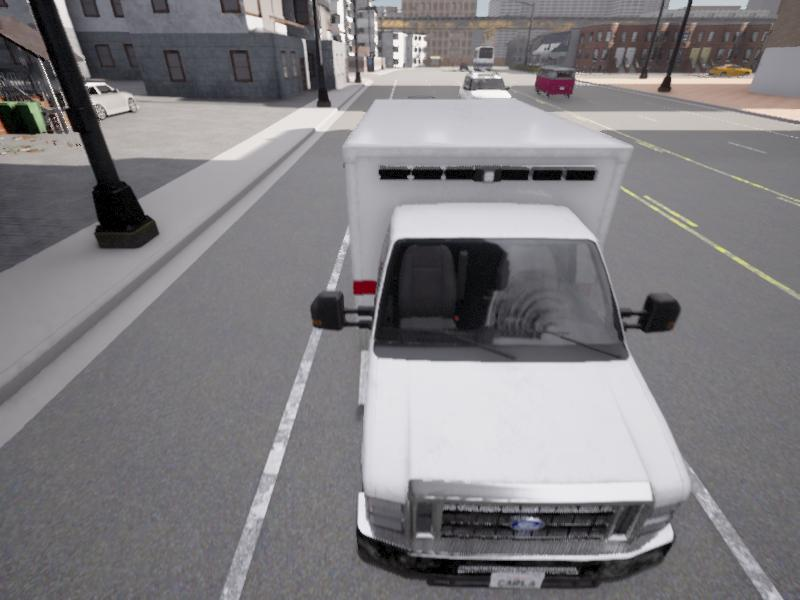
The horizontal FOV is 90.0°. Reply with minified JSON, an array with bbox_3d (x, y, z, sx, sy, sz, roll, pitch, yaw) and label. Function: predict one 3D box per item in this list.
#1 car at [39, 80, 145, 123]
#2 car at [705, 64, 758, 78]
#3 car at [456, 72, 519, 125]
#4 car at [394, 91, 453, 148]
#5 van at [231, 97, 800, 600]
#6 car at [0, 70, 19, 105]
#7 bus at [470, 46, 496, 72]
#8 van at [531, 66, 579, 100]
[{"bbox_3d":[-14.568,-9.623,19.238,1.970,1.475,3.806,0,32,1],"label":"car"},{"bbox_3d":[44.337,-30.716,53.631,5.008,1.535,1.882,1,31,2],"label":"car"},{"bbox_3d":[4.443,-10.855,21.302,2.150,2.045,5.566,0,32,1],"label":"car"},{"bbox_3d":[0.870,-7.679,16.783,2.128,1.511,4.902,0,32,1],"label":"car"},{"bbox_3d":[0.689,-0.683,4.586,2.351,2.431,6.366,0,31,1],"label":"van"},{"bbox_3d":[-22.651,-10.551,20.058,2.152,1.636,5.027,0,31,1],"label":"car"},{"bbox_3d":[17.037,-49.756,82.605,3.944,4.253,10.273,3,31,4],"label":"bus"},{"bbox_3d":[11.575,-16.457,30.185,1.775,1.987,4.442,0,32,1],"label":"van"}]
